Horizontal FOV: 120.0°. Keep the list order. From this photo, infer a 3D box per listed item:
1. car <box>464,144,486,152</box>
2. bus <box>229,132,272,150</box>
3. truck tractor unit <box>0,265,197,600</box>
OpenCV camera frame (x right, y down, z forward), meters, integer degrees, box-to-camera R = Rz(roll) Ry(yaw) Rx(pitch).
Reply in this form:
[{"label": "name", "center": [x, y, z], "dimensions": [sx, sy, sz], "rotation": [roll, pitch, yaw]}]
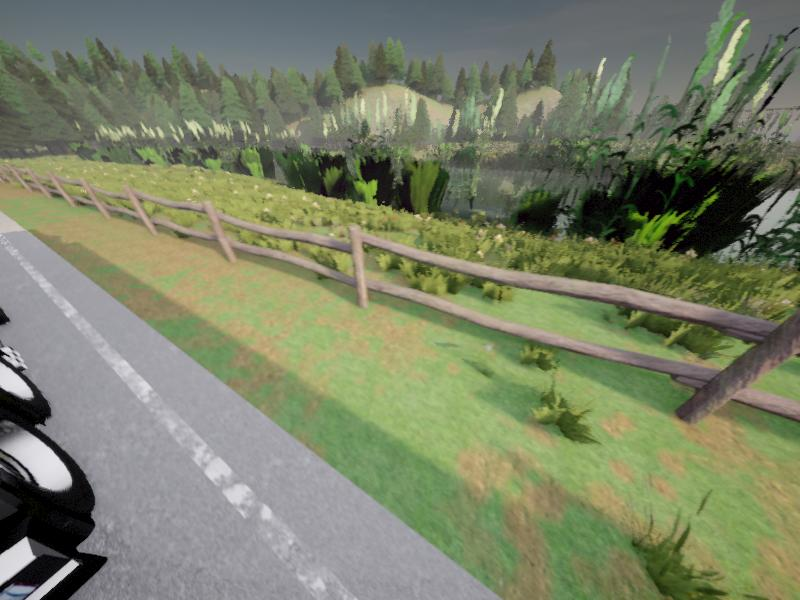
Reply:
[{"label": "car", "center": [16.934, -34.482, 52.286], "dimensions": [4.181, 1.385, 1.994], "rotation": [17, 38, 23]}, {"label": "bus", "center": [-45.026, -47.957, 69.834], "dimensions": [10.273, 4.253, 3.944], "rotation": [9, 36, 13]}, {"label": "truck tractor unit", "center": [-5.115, -0.294, 0.791], "dimensions": [6.516, 4.208, 3.053], "rotation": [18, 39, 24]}]
